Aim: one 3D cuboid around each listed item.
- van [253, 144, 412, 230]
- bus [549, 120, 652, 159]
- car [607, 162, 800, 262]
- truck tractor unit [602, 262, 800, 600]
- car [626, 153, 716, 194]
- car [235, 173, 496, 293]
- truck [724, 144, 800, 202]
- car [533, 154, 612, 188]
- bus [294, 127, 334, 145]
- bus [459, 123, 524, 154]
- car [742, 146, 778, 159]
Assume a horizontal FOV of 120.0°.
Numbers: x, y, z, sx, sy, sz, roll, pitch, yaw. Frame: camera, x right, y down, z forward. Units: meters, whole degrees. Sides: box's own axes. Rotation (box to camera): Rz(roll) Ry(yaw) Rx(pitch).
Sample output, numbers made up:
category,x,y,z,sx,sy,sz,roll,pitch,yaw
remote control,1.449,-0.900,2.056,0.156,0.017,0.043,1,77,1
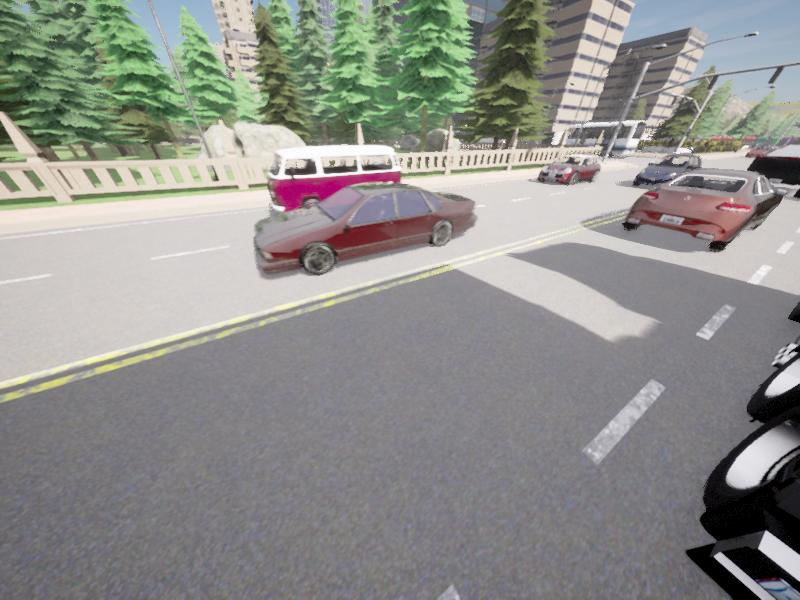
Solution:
category,x,y,z,sx,sy,sz,roll,pitch,yaw
van,-2.089,-4.060,7.897,4.480,2.038,2.069,-18,39,-24
bus,29.625,-24.342,35.118,3.944,4.253,10.273,-18,39,-24
car,8.838,-2.803,6.624,5.027,1.651,2.152,-18,39,-24
truck tractor unit,5.107,-0.306,0.777,6.516,4.208,3.053,-19,39,-24
car,15.110,-7.185,12.925,3.988,1.617,1.851,-18,39,-24
car,-0.551,-1.968,5.516,5.357,1.411,2.033,-18,39,-24
truck,20.299,-6.752,11.954,6.274,2.098,2.390,-18,39,-24
car,10.379,-7.912,14.006,3.806,1.475,1.970,-18,39,-24
bus,-25.078,-47.985,67.785,10.273,4.253,3.944,-12,37,-17
bus,16.353,-29.662,42.479,3.944,4.253,10.273,-20,40,-26
car,54.907,-22.522,35.239,4.514,1.525,2.007,-18,39,-24
